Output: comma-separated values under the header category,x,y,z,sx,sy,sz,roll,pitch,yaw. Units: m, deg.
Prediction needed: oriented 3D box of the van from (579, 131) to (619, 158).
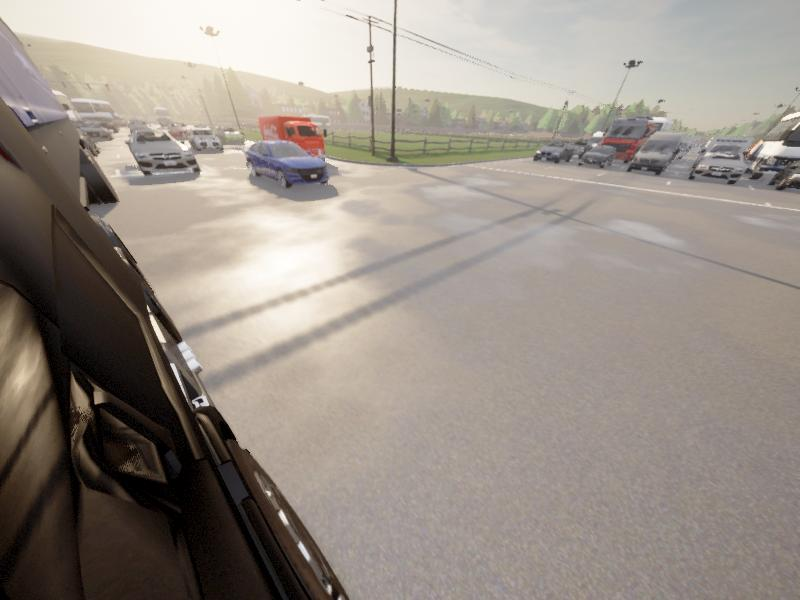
category,x,y,z,sx,sy,sz,roll,pitch,yaw
van,25.768,-20.130,29.873,5.915,2.561,1.988,-28,46,-34

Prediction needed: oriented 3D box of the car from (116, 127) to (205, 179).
category,x,y,z,sx,sy,sz,roll,pitch,yaw
car,-11.835,-7.363,11.375,2.152,1.651,5.027,-29,47,-35

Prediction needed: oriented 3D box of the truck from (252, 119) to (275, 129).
category,x,y,z,sx,sy,sz,roll,pitch,yaw
truck,-42.421,-54.864,72.051,5.204,2.467,2.627,-28,46,-34

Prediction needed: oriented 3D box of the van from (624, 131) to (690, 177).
category,x,y,z,sx,sy,sz,roll,pitch,yaw
van,19.829,-11.306,17.767,5.915,2.561,1.988,-27,46,-34

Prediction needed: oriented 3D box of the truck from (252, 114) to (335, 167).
category,x,y,z,sx,sy,sz,roll,pitch,yaw
truck,-7.055,-10.640,15.328,2.627,2.467,5.204,-29,47,-35

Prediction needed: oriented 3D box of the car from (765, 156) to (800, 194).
category,x,y,z,sx,sy,sz,roll,pitch,yaw
car,23.653,-7.235,13.356,3.988,1.617,1.851,-28,46,-34

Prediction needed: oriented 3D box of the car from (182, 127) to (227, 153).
category,x,y,z,sx,sy,sz,roll,pitch,yaw
car,-16.076,-13.182,18.987,1.970,1.475,3.806,-27,46,-33

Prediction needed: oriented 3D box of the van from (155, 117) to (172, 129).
category,x,y,z,sx,sy,sz,roll,pitch,yaw
van,-50.688,-38.112,49.660,1.775,1.987,4.442,-23,44,-30

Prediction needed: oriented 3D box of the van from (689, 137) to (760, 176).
category,x,y,z,sx,sy,sz,roll,pitch,yaw
van,27.951,-12.660,20.152,6.366,2.431,2.351,-28,46,-34

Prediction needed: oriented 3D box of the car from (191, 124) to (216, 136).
category,x,y,z,sx,sy,sz,roll,pitch,yaw
car,-30.029,-26.012,35.312,1.994,1.385,4.181,-27,46,-33

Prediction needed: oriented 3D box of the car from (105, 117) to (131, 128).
category,x,y,z,sx,sy,sz,roll,pitch,yaw
car,-57.418,-36.359,47.184,2.242,1.667,4.611,-22,43,-28

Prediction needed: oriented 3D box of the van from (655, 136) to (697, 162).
category,x,y,z,sx,sy,sz,roll,pitch,yaw
van,35.582,-19.513,29.735,6.366,2.431,2.351,-28,46,-34

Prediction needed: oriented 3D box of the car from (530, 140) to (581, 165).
category,x,y,z,sx,sy,sz,roll,pitch,yaw
car,14.646,-13.962,21.715,4.611,1.667,2.242,-28,46,-34

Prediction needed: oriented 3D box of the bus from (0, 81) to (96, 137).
category,x,y,z,sx,sy,sz,roll,pitch,yaw
bus,-40.049,-21.714,26.586,3.944,4.253,10.273,-27,46,-33

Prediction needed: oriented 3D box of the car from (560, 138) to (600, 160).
category,x,y,z,sx,sy,sz,roll,pitch,yaw
car,20.107,-16.905,25.787,4.605,1.855,1.932,-28,46,-34

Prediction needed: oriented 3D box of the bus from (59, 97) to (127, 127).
category,x,y,z,sx,sy,sz,roll,pitch,yaw
bus,-62.568,-38.568,47.662,3.944,4.253,10.273,-16,41,-21

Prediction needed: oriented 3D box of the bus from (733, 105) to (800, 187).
category,x,y,z,sx,sy,sz,roll,pitch,yaw
bus,29.337,-11.142,16.696,10.273,4.253,3.944,-28,46,-34

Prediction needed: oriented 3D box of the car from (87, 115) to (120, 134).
category,x,y,z,sx,sy,sz,roll,pitch,yaw
car,-40.142,-23.848,31.389,1.905,1.878,3.866,-27,46,-33

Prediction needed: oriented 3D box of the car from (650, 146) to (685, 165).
category,x,y,z,sx,sy,sz,roll,pitch,yaw
car,29.686,-16.036,25.571,4.674,1.442,1.812,-28,46,-34

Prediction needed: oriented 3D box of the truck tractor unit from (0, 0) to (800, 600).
category,x,y,z,sx,sy,sz,roll,pitch,yaw
truck tractor unit,-2.645,-0.295,0.352,6.516,4.208,3.053,28,44,30

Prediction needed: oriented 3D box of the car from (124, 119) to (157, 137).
category,x,y,z,sx,sy,sz,roll,pitch,yaw
car,-33.368,-22.173,29.749,2.242,1.667,4.611,-27,46,-33

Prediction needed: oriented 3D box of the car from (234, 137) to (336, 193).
category,x,y,z,sx,sy,sz,roll,pitch,yaw
car,-5.185,-6.179,10.269,5.008,1.535,1.882,31,45,32

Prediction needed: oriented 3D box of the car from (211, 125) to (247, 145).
category,x,y,z,sx,sy,sz,roll,pitch,yaw
car,-18.985,-18.368,25.673,2.007,1.525,4.514,-27,46,-33

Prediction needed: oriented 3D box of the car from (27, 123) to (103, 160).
category,x,y,z,sx,sy,sz,roll,pitch,yaw
car,-19.969,-9.656,13.994,1.789,1.549,3.705,-28,46,-34

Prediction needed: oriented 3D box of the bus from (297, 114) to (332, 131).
category,x,y,z,sx,sy,sz,roll,pitch,yaw
bus,-29.608,-62.104,80.981,10.273,4.253,3.944,-27,46,-34

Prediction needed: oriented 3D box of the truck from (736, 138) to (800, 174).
category,x,y,z,sx,sy,sz,roll,pitch,yaw
truck,36.301,-14.215,22.662,5.204,2.467,2.627,-29,47,-33

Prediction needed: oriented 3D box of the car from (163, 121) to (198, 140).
category,x,y,z,sx,sy,sz,roll,pitch,yaw
car,-26.970,-20.851,28.377,2.242,1.667,4.611,-27,46,-33

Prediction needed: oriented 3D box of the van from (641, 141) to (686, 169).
category,x,y,z,sx,sy,sz,roll,pitch,yaw
van,24.923,-13.757,21.797,4.442,1.987,1.775,-28,46,-34

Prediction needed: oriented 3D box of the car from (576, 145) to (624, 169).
category,x,y,z,sx,sy,sz,roll,pitch,yaw
car,17.422,-12.492,20.072,4.892,1.490,1.837,-28,46,-34

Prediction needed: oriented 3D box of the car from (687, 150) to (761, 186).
category,x,y,z,sx,sy,sz,roll,pitch,yaw
car,21.889,-9.169,15.811,5.027,1.651,2.152,-28,46,-34

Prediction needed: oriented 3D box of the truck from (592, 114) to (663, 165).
category,x,y,z,sx,sy,sz,roll,pitch,yaw
truck,24.104,-16.904,24.406,8.468,3.827,2.891,-28,46,-34

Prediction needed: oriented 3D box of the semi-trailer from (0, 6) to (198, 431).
category,x,y,z,sx,sy,sz,roll,pitch,yaw
semi-trailer,-8.523,-3.718,4.393,14.254,4.402,2.717,30,45,32

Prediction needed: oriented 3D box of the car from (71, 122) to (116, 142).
category,x,y,z,sx,sy,sz,roll,pitch,yaw
car,-30.144,-16.651,22.847,1.994,1.385,4.181,-27,46,-33

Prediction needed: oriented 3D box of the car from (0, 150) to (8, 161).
category,x,y,z,sx,sy,sz,roll,pitch,yaw
car,-20.563,-6.908,10.391,1.812,1.442,4.674,-28,46,-34

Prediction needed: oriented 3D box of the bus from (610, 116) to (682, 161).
category,x,y,z,sx,sy,sz,roll,pitch,yaw
bus,32.781,-21.518,30.704,10.273,4.253,3.944,-28,47,-33
